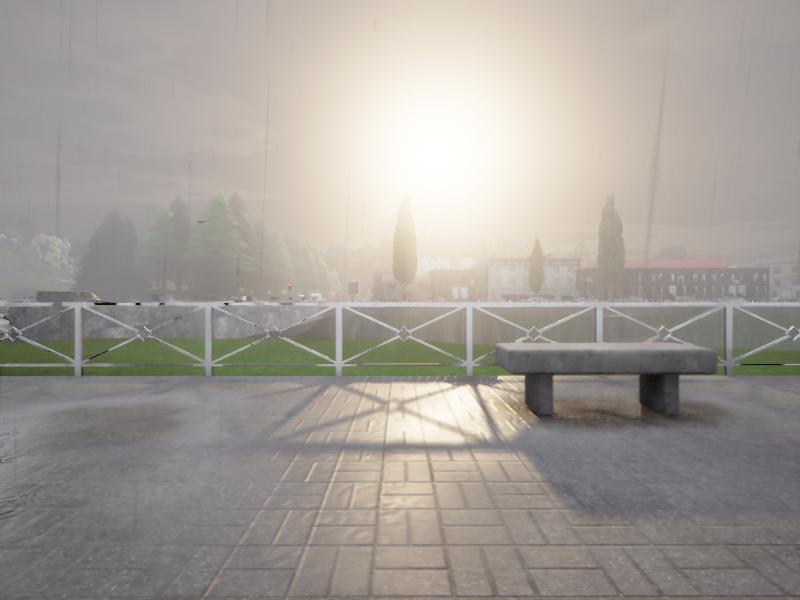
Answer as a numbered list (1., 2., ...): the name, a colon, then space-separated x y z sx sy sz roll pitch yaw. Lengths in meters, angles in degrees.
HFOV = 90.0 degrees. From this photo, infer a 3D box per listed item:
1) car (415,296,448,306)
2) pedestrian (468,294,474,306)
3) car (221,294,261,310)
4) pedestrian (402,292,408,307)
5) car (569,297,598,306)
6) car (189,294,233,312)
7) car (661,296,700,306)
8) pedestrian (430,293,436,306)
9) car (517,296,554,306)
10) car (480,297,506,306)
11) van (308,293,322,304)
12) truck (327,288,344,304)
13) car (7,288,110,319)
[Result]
1. car: 5.050 0.177 64.352 5.027 1.651 2.152 0 0 0
2. pedestrian: 11.109 0.029 62.446 0.751 1.860 0.751 0 0 -13
3. car: -16.177 0.238 41.004 2.038 1.542 4.974 0 0 0
4. pedestrian: 0.587 -0.064 51.596 0.751 1.860 0.751 0 0 0
5. car: 29.545 0.244 64.378 3.806 1.475 1.970 0 0 0
6. car: -16.175 0.266 34.404 1.816 1.474 4.193 0 0 0
7. car: 45.130 0.135 64.395 4.856 1.649 2.033 0 0 0
8. pedestrian: 4.510 -0.070 54.382 0.751 1.860 0.751 0 0 -4
9. car: 21.764 0.155 64.371 5.238 1.638 1.930 0 0 0
10. car: 14.919 0.242 64.362 3.806 1.475 1.970 0 0 0
11. van: -20.211 -0.284 95.462 1.988 2.561 5.915 0 0 0
12. truck: -16.205 -0.913 101.469 2.891 3.827 8.468 0 0 0
13. car: -20.165 0.194 23.969 2.033 1.649 4.856 0 0 0
